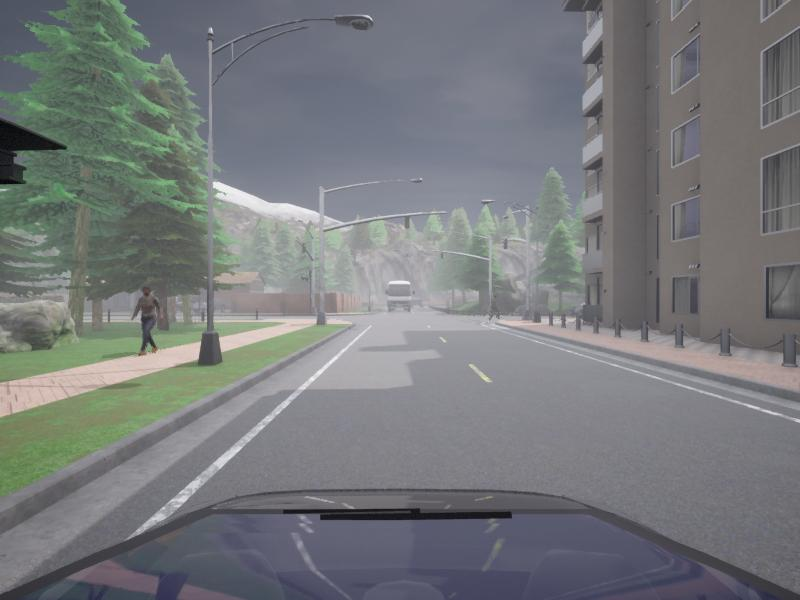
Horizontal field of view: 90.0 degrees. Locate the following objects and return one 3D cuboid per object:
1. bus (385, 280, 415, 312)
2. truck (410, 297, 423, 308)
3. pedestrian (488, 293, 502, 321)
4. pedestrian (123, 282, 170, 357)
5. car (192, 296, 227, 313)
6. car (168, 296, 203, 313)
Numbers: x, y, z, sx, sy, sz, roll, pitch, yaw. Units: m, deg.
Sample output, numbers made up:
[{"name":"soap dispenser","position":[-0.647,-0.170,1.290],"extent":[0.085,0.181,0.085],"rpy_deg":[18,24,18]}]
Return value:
[{"name":"bus","position":[0.035,-0.534,57.845],"extent":[3.944,4.253,10.273],"rpy_deg":[0,0,0]},{"name":"truck","position":[3.376,0.540,84.130],"extent":[2.390,2.098,6.274],"rpy_deg":[0,0,0]},{"name":"pedestrian","position":[6.366,0.490,26.871],"extent":[0.751,1.860,0.751],"rpy_deg":[0,0,0]},{"name":"pedestrian","position":[-6.487,0.485,10.266],"extent":[0.751,1.860,0.751],"rpy_deg":[0,0,-3]},{"name":"car","position":[-21.587,0.503,45.523],"extent":[1.932,1.855,4.605],"rpy_deg":[0,0,-1]},{"name":"car","position":[-24.091,0.505,45.073],"extent":[1.905,1.878,3.866],"rpy_deg":[0,0,-1]}]
